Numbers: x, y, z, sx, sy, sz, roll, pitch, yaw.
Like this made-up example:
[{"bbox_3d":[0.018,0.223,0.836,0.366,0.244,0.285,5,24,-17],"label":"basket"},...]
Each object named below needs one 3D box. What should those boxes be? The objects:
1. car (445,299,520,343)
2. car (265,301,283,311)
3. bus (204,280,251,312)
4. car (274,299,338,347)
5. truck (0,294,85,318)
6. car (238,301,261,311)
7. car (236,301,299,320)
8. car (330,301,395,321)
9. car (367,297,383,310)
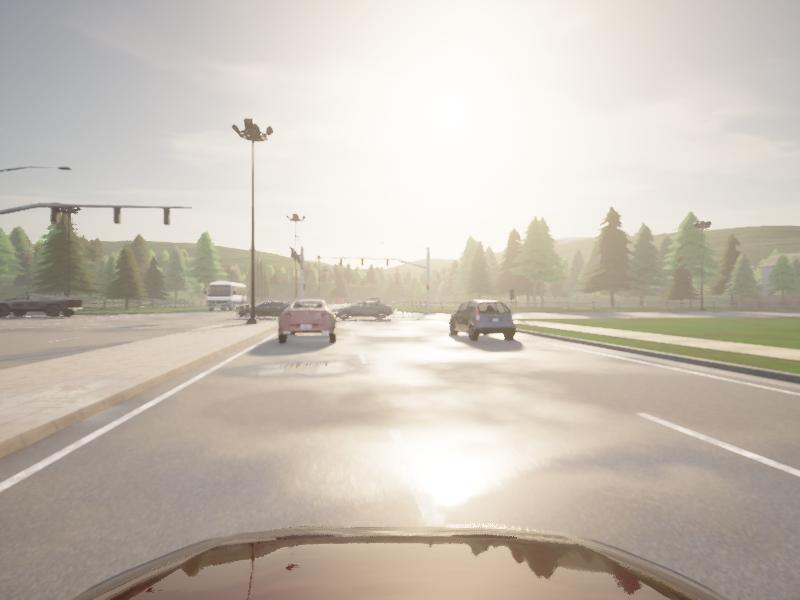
[{"bbox_3d":[3.347,0.785,17.019,1.851,1.617,3.988,0,0,-9],"label":"car"},{"bbox_3d":[-18.272,0.828,58.221,1.837,1.490,4.892,0,0,-9],"label":"car"},{"bbox_3d":[-25.462,-0.549,59.676,3.944,4.253,10.273,0,0,-9],"label":"bus"},{"bbox_3d":[-3.644,0.776,16.405,2.152,1.651,5.027,0,0,-9],"label":"car"},{"bbox_3d":[-33.100,0.532,36.629,6.274,2.098,2.390,0,0,-7],"label":"truck"},{"bbox_3d":[-21.801,0.879,58.120,2.033,1.411,5.357,0,0,-9],"label":"car"},{"bbox_3d":[-11.069,0.834,33.723,4.892,1.490,1.837,0,0,-13],"label":"car"},{"bbox_3d":[-2.992,0.828,31.716,4.902,1.511,2.128,0,0,-12],"label":"car"},{"bbox_3d":[-4.194,0.552,65.058,2.150,2.045,5.566,0,0,-8],"label":"car"}]
